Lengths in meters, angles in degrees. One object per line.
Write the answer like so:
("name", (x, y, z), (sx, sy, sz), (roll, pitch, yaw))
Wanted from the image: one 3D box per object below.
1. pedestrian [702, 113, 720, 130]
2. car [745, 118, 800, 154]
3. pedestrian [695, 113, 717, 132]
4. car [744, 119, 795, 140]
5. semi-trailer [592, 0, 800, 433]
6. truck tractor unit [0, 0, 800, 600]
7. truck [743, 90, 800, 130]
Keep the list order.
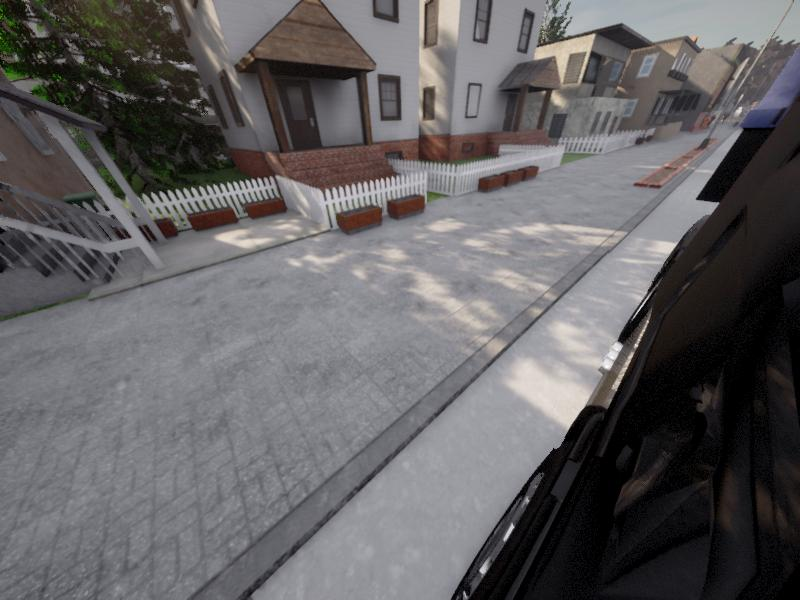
("pedestrian", (45.320, -26.063, 33.704), (0.751, 1.860, 0.751), (27, 46, 33))
("car", (24.846, -10.429, 14.580), (1.930, 1.638, 5.238), (22, 43, 30))
("pedestrian", (38.755, -22.426, 29.279), (0.751, 1.860, 0.751), (-23, 41, -25))
("car", (34.060, -15.821, 21.401), (4.181, 1.385, 1.994), (-28, 44, -30))
("semi-trailer", (9.056, -3.339, 3.831), (14.254, 4.402, 2.717), (-24, 42, -25))
("truck tractor unit", (2.645, -0.295, 0.351), (6.516, 4.208, 3.053), (-28, 44, -30))
("truck", (51.311, -25.998, 31.806), (8.468, 3.827, 2.891), (-28, 44, -30))
